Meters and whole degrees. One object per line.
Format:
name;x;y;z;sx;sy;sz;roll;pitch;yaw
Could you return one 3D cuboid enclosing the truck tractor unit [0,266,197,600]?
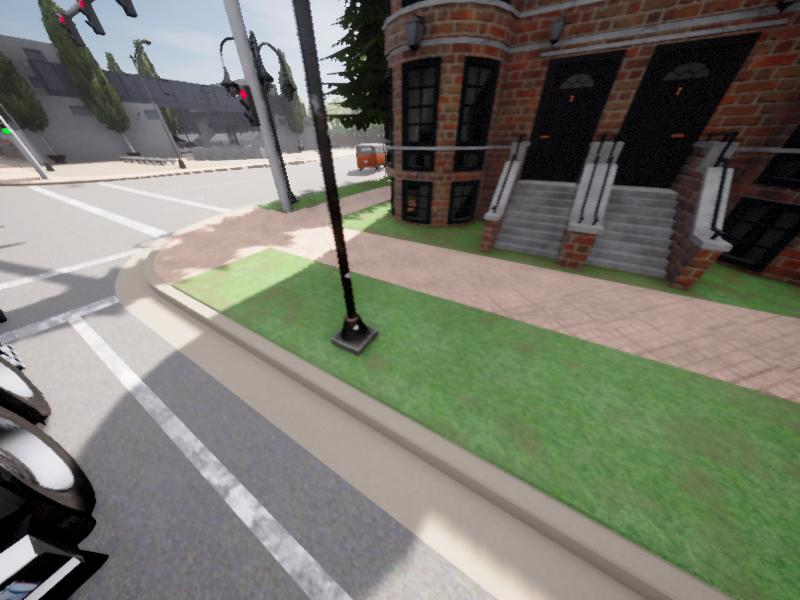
truck tractor unit;-5.117;-0.294;0.777;6.516;4.208;3.053;18;39;24
